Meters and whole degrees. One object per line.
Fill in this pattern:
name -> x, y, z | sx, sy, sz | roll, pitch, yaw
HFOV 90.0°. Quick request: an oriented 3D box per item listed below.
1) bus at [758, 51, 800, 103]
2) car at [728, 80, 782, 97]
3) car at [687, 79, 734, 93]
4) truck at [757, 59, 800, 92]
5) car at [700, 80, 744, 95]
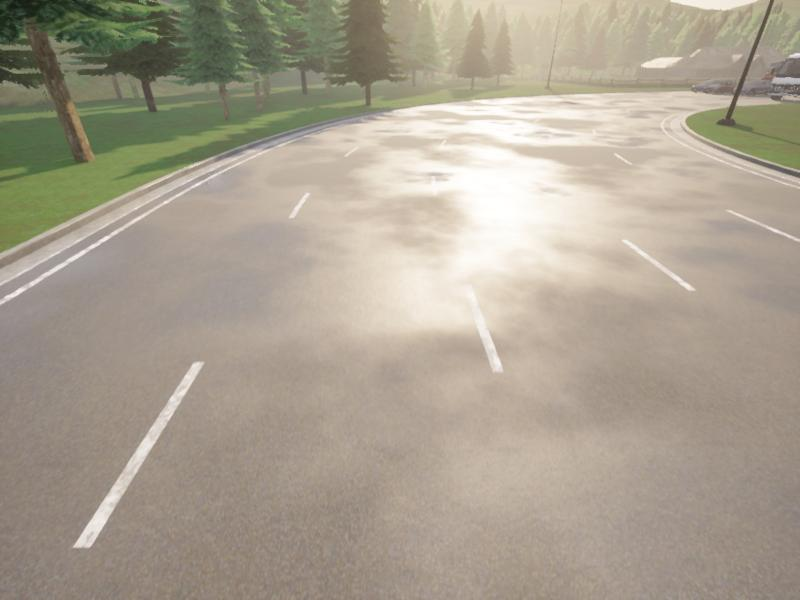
bus -> 42.207, -22.277, 39.894 | 10.273, 4.253, 3.944 | -11, 32, -18
car -> 41.434, -24.780, 46.767 | 4.856, 1.649, 2.033 | -9, 32, -15
car -> 41.101, -28.332, 53.011 | 4.792, 1.488, 2.163 | -9, 32, -15
truck -> 54.971, -30.883, 55.043 | 8.468, 3.827, 2.891 | -4, 31, -7
car -> 39.810, -26.310, 49.545 | 4.193, 1.474, 1.816 | -9, 32, -15
